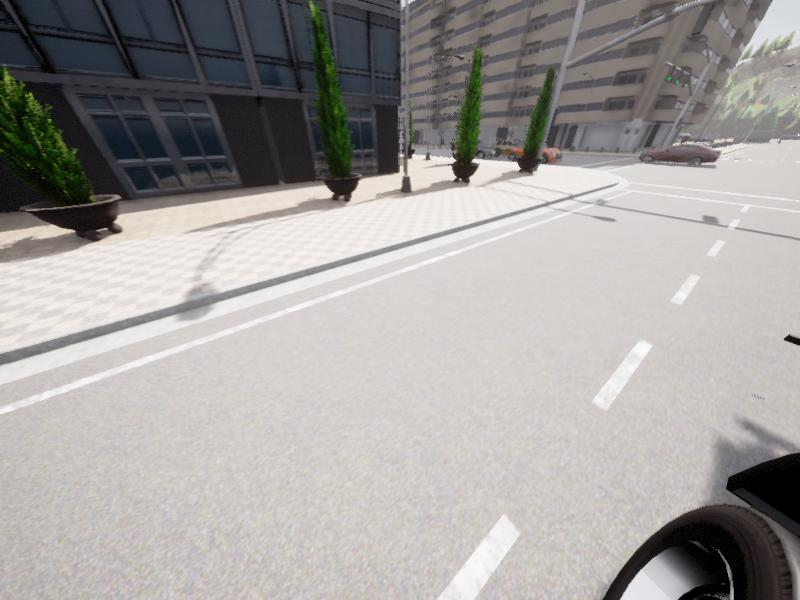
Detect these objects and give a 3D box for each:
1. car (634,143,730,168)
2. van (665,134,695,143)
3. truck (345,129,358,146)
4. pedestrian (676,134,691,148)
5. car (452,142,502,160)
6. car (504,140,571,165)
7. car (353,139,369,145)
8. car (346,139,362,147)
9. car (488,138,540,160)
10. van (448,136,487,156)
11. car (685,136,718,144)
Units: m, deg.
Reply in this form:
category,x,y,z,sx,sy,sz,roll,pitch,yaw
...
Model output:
category,x,y,z,sx,sy,sz,roll,pitch,yaw
car,23.065,-12.057,19.147,1.812,1.442,4.674,-23,41,-28
van,76.680,-44.392,63.385,2.069,2.038,4.480,-23,41,-28
truck,-13.966,-46.988,66.817,2.891,3.827,8.468,-6,36,-8
pedestrian,47.341,-26.554,38.590,0.751,1.860,0.751,-29,44,-34
car,8.556,-16.907,26.137,2.128,1.511,4.902,-22,41,-28
car,12.531,-13.750,21.387,2.097,1.767,4.553,-22,41,-27
car,-12.903,-52.682,76.969,4.674,1.442,1.812,-23,41,-28
car,-11.972,-40.723,59.951,1.882,1.535,5.008,-23,41,-28
car,12.708,-17.187,26.149,1.932,1.855,4.605,-22,41,-28
van,8.810,-20.445,30.655,2.069,2.038,4.480,-23,41,-28
car,76.533,-40.721,58.738,1.812,1.442,4.674,-22,40,-27
